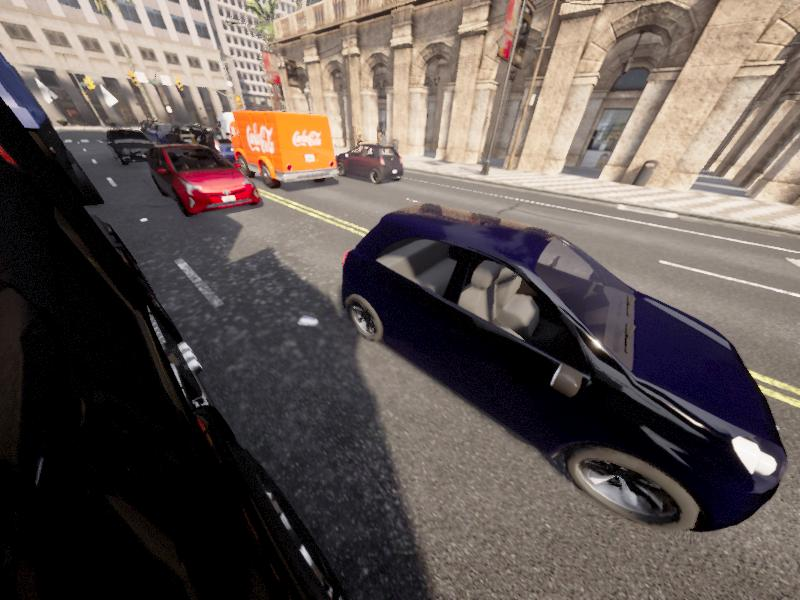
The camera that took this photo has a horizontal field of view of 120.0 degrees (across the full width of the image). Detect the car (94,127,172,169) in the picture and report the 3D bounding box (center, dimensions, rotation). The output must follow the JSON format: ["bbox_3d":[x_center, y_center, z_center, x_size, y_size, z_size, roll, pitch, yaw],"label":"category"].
[{"bbox_3d":[-14.939,-8.589,12.912,4.892,1.490,1.837,29,44,30],"label":"car"}]

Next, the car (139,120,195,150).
[{"bbox_3d":[-19.994,-14.185,19.811,4.553,1.767,2.097,29,44,30],"label":"car"}]

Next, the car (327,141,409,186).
[{"bbox_3d":[-1.612,-6.874,11.461,3.633,1.501,1.845,28,44,30],"label":"car"}]

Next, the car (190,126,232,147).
[{"bbox_3d":[-18.380,-15.960,22.509,3.633,1.501,1.845,29,44,30],"label":"car"}]

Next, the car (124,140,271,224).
[{"bbox_3d":[-6.318,-3.905,7.189,4.514,1.525,2.007,29,44,30],"label":"car"}]

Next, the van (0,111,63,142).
[{"bbox_3d":[-32.647,-15.091,20.038,4.442,1.987,1.775,14,38,14],"label":"van"}]

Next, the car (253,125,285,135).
[{"bbox_3d":[-25.800,-33.687,45.755,2.163,1.488,4.792,29,44,30],"label":"car"}]

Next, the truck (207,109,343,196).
[{"bbox_3d":[-5.303,-6.501,9.937,5.204,2.467,2.627,28,44,30],"label":"truck"}]

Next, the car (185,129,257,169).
[{"bbox_3d":[-10.617,-9.034,13.696,3.988,1.617,1.851,29,44,30],"label":"car"}]

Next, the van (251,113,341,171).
[{"bbox_3d":[-6.525,-9.953,14.412,5.915,2.561,1.988,29,44,30],"label":"van"}]

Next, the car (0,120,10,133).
[{"bbox_3d":[-44.234,-18.146,23.791,1.970,1.475,3.806,28,44,30],"label":"car"}]

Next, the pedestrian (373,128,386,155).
[{"bbox_3d":[-1.762,-13.825,20.168,0.751,1.860,0.751,25,42,27],"label":"pedestrian"}]

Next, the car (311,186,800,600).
[{"bbox_3d":[1.094,0.069,2.360,3.633,1.501,1.845,28,44,30],"label":"car"}]

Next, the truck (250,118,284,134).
[{"bbox_3d":[-27.546,-36.123,48.071,2.627,2.467,5.204,29,44,30],"label":"truck"}]

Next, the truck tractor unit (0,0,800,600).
[{"bbox_3d":[-2.645,-0.295,0.351,6.516,4.208,3.053,28,44,30],"label":"truck tractor unit"}]

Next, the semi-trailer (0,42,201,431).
[{"bbox_3d":[-8.687,-3.616,4.234,14.254,4.402,2.717,28,44,30],"label":"semi-trailer"}]

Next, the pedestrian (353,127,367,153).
[{"bbox_3d":[-3.569,-14.286,20.667,0.751,1.860,0.751,-29,47,-36],"label":"pedestrian"}]

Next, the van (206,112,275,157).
[{"bbox_3d":[-12.898,-13.417,18.627,5.915,2.561,1.988,29,44,30],"label":"van"}]

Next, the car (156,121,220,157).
[{"bbox_3d":[-15.377,-11.732,16.764,4.605,1.855,1.932,28,44,30],"label":"car"}]

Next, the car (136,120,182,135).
[{"bbox_3d":[-34.468,-24.741,33.131,1.851,1.617,3.988,29,44,30],"label":"car"}]
